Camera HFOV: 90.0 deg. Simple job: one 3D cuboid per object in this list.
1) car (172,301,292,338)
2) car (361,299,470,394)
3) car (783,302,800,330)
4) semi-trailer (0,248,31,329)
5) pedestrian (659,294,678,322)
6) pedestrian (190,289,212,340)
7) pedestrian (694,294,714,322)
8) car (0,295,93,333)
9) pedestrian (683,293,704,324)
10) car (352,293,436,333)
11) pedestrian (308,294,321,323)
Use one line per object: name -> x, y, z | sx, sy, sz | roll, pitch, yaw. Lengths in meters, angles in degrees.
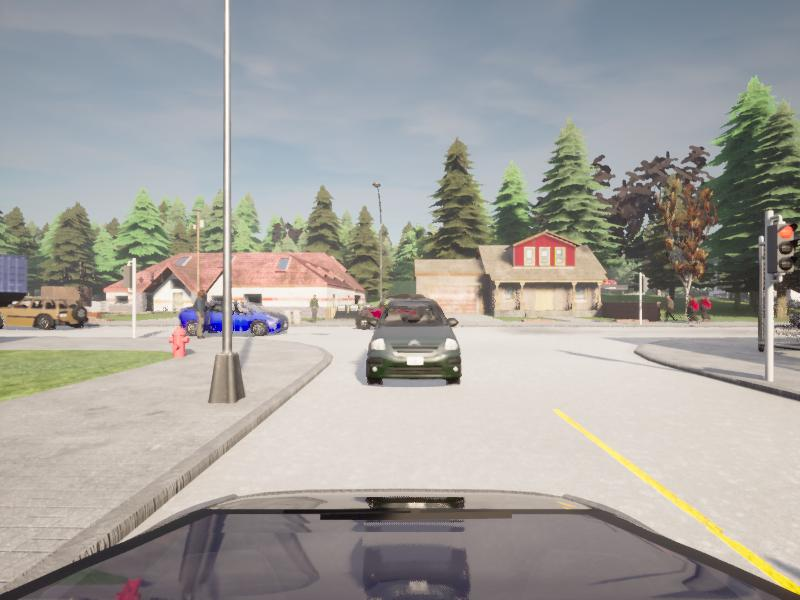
car -> -7.354, 0.828, 17.871 | 4.514, 1.525, 2.007 | 0, 0, 1
car -> 0.263, 0.788, 8.766 | 1.851, 1.617, 3.988 | 0, 0, 0
car -> 23.317, 0.854, 21.200 | 4.193, 1.474, 1.816 | 0, 0, 2
semi-trailer -> -28.904, -0.623, 22.361 | 14.254, 4.402, 2.717 | 0, 0, 1
pedestrian -> 17.755, 0.533, 26.471 | 0.751, 1.860, 0.751 | 0, 0, 1
pedestrian -> -7.594, 0.534, 15.250 | 0.751, 1.860, 0.751 | 0, 0, -28
pedestrian -> 20.106, 0.533, 26.439 | 0.751, 1.860, 0.751 | 0, 0, 1
car -> -19.574, 0.719, 21.668 | 4.605, 1.855, 1.932 | 2, 0, 6
pedestrian -> 17.975, 0.533, 24.537 | 0.751, 1.860, 0.751 | 0, 0, 7
car -> -0.319, 0.644, 20.481 | 3.866, 1.878, 1.905 | 0, -1, 33
pedestrian -> -5.507, 0.533, 25.747 | 0.751, 1.860, 0.751 | 0, 0, -13
